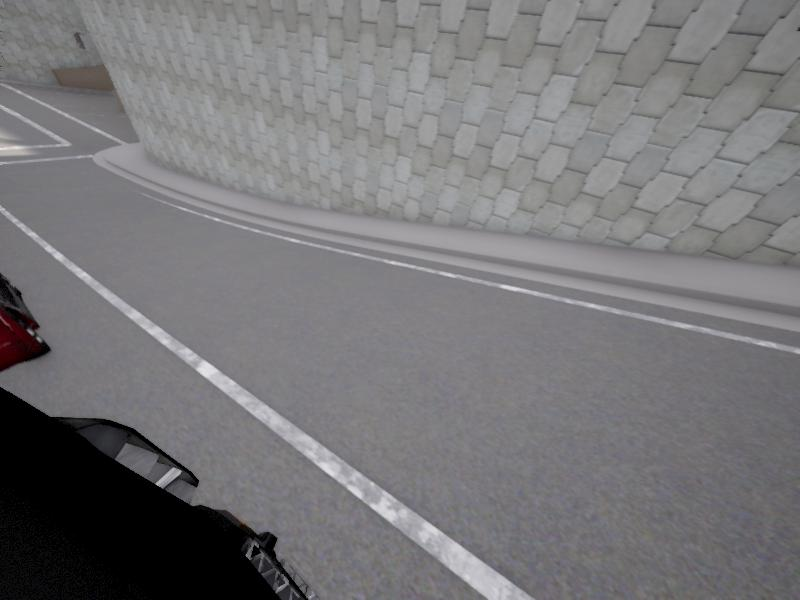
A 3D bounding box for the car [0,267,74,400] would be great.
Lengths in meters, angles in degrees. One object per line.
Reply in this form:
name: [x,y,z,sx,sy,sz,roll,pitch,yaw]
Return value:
car: [-6.395,0.158,2.662,4.181,1.385,1.994,18,39,25]
